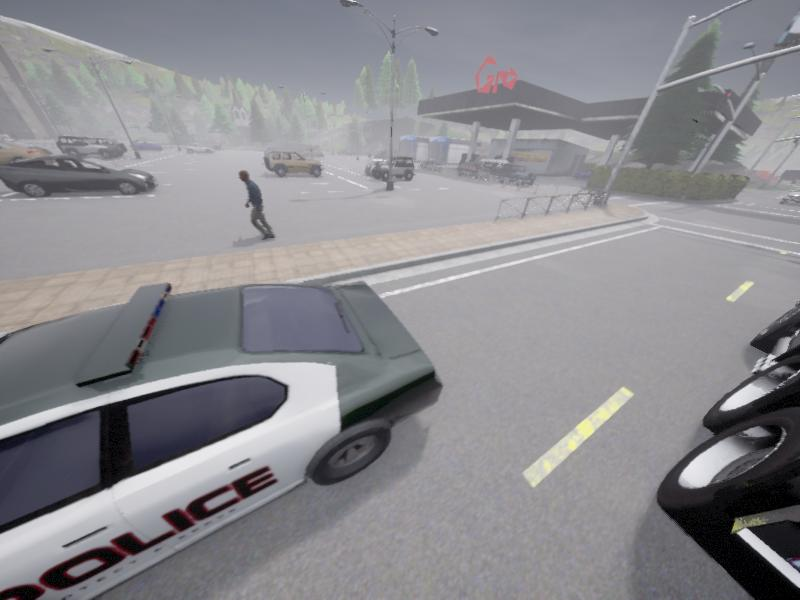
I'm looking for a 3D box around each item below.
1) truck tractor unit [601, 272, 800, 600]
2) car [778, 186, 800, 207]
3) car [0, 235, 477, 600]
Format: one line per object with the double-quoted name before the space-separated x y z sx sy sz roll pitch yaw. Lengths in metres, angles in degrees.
"truck tractor unit" 5.293 -0.013 0.925 6.516 4.208 3.053 -10 41 -29
"car" 37.124 -9.485 21.130 4.674 1.442 1.812 -14 36 -26
"car" -2.147 0.856 1.760 4.974 1.542 2.038 -15 38 -25
